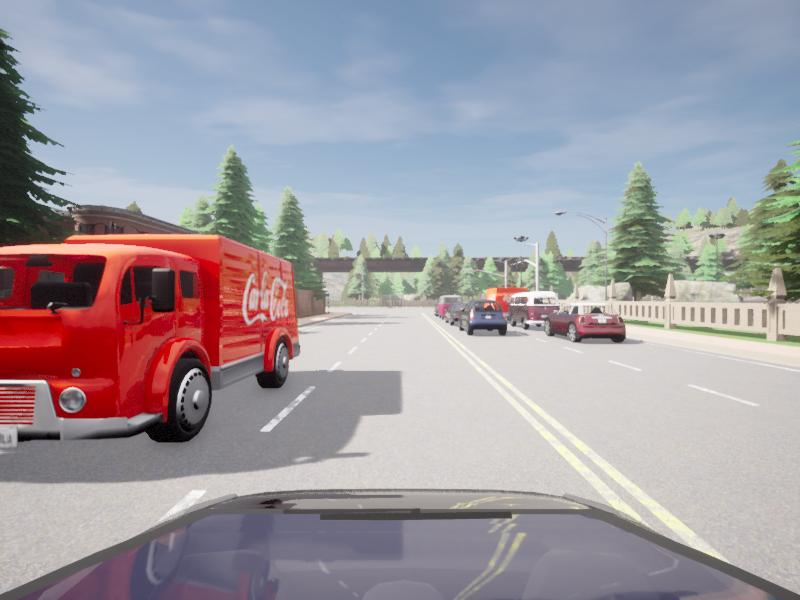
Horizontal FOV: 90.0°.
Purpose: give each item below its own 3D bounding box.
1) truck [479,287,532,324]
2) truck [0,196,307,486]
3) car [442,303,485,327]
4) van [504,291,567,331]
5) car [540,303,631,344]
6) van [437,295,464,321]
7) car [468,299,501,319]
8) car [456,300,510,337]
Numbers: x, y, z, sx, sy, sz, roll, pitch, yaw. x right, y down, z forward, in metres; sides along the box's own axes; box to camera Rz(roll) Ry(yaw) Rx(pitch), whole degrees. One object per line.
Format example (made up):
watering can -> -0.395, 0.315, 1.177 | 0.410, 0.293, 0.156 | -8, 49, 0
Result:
truck -> 7.576, 0.357, 29.430 | 2.627, 2.467, 5.204 | 0, 0, 1
truck -> -3.370, 0.361, 6.023 | 2.627, 2.467, 5.204 | 0, 0, 1
car -> 4.012, 0.895, 26.078 | 2.033, 1.411, 5.357 | 0, 0, 1
van -> 7.443, 0.571, 22.492 | 2.069, 2.038, 4.480 | 0, 0, 1
car -> 7.326, 0.853, 16.244 | 1.970, 1.475, 3.806 | 0, 0, 1
van -> 4.143, 0.599, 33.180 | 1.775, 1.987, 4.442 | 0, 0, 1
car -> 7.714, 0.778, 36.930 | 2.033, 1.649, 4.856 | 0, 0, 1
car -> 3.884, 0.788, 19.320 | 1.851, 1.617, 3.988 | 0, 0, 1
